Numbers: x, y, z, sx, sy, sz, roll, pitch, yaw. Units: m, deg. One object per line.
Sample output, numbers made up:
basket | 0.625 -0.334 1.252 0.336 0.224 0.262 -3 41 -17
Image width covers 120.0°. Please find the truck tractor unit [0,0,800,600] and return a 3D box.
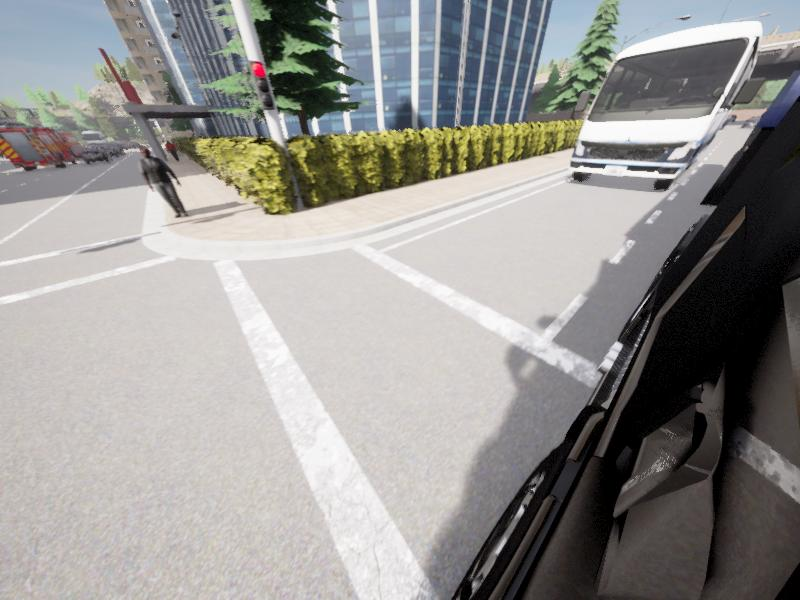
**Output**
truck tractor unit | 2.645 -0.295 0.351 6.516 4.208 3.053 -28 44 -30

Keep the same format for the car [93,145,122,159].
car | -43.461 -22.138 34.411 1.845 1.501 3.633 -29 44 -30

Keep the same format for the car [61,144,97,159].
car | -49.522 -23.062 35.779 2.097 1.767 4.553 -29 44 -30

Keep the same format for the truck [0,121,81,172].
truck | -37.820 -16.065 24.079 2.891 3.827 8.468 -29 44 -30

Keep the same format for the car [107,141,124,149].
car | -83.097 -45.406 67.521 2.097 1.767 4.553 -29 44 -30

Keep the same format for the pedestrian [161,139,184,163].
pedestrian | -21.181 -13.907 21.564 0.751 1.860 0.751 -26 43 -28

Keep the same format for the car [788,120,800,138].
car | 39.826 -16.615 22.089 4.974 1.542 2.038 -29 44 -30

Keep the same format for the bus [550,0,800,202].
bus | 11.328 -7.698 9.678 10.273 4.253 3.944 -28 44 -30

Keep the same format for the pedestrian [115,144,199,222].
pedestrian | -6.818 -3.338 6.643 0.751 1.860 0.751 -20 40 -21

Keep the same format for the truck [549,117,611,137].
truck | 25.826 -24.919 33.449 2.390 2.098 6.274 -28 44 -30

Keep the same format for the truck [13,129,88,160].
truck | -57.507 -26.017 38.494 2.891 3.827 8.468 -21 41 -22

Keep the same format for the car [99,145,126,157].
car | -47.295 -24.627 38.086 1.994 1.385 4.181 -29 44 -31

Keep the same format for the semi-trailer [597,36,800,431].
semi-trailer | 8.746 -3.567 4.189 14.254 4.402 2.717 -28 44 -29

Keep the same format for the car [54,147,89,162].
car | -45.673 -20.399 32.226 1.845 1.501 3.633 -29 44 -30

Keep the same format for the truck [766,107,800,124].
truck | 77.913 -37.624 47.063 5.204 2.467 2.627 -28 44 -30

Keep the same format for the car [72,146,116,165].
car | -35.919 -17.109 27.286 2.128 1.511 4.902 -29 44 -31
